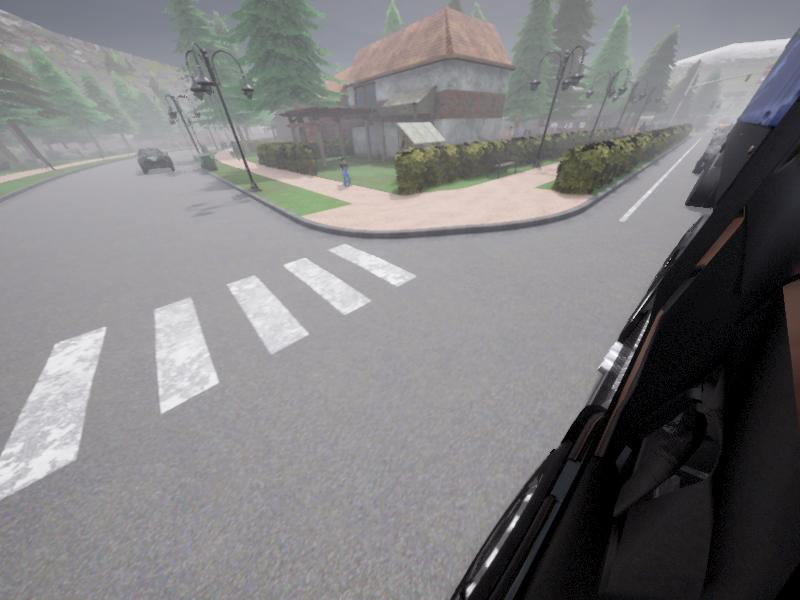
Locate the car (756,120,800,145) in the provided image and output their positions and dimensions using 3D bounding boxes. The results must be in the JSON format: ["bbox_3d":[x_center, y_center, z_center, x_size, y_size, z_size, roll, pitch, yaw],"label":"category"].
[{"bbox_3d":[35.869,-15.625,21.494,4.611,1.667,2.242,-30,44,-32],"label":"car"}]

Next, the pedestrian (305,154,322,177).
[{"bbox_3d":[-5.043,-7.826,13.477,0.500,1.100,0.500,-31,45,-33],"label":"pedestrian"}]

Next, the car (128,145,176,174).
[{"bbox_3d":[-21.664,-12.507,20.383,2.097,1.767,4.553,-27,43,-30],"label":"car"}]

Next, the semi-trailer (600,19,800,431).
[{"bbox_3d":[8.596,-3.640,4.373,14.254,4.402,2.717,-29,44,-31],"label":"semi-trailer"}]

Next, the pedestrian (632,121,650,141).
[{"bbox_3d":[27.765,-19.470,26.650,0.751,1.860,0.751,24,44,31],"label":"pedestrian"}]

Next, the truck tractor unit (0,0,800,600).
[{"bbox_3d":[2.645,-0.295,0.351,6.516,4.208,3.053,-28,44,-30],"label":"truck tractor unit"}]

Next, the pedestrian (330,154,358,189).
[{"bbox_3d":[-2.525,-5.873,10.555,0.751,1.300,0.751,28,46,35],"label":"pedestrian"}]

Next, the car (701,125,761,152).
[{"bbox_3d":[26.962,-13.309,18.951,4.902,1.511,2.128,-30,45,-32],"label":"car"}]

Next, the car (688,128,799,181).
[{"bbox_3d":[15.695,-6.941,10.819,4.856,1.649,2.033,-30,44,-32],"label":"car"}]

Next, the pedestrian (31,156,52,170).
[{"bbox_3d":[-34.316,-13.097,22.120,0.500,1.100,0.500,-27,43,-30],"label":"pedestrian"}]
